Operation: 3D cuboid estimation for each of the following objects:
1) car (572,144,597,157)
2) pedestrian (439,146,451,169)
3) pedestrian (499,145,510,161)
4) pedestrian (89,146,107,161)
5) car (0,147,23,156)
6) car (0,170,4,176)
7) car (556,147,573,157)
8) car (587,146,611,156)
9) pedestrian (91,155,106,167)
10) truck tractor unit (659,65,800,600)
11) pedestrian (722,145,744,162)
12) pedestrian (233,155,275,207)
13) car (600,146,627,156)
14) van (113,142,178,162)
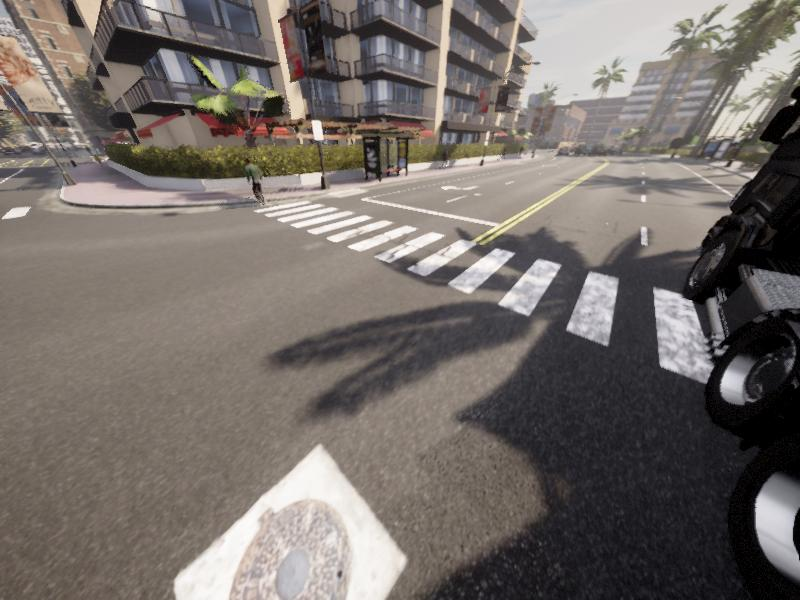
[{"bbox_3d":[36.240,-29.551,45.573,2.150,2.045,5.566,13,36,18],"label":"car"},{"bbox_3d":[4.409,-14.014,22.699,0.751,1.860,0.751,25,42,32],"label":"pedestrian"},{"bbox_3d":[14.396,-20.297,31.897,0.751,1.860,0.751,28,43,34],"label":"pedestrian"},{"bbox_3d":[-47.606,-23.097,36.403,0.751,1.860,0.751,-16,37,-21],"label":"pedestrian"},{"bbox_3d":[-87.085,-33.315,51.759,4.974,1.542,2.038,26,42,32],"label":"car"},{"bbox_3d":[-35.271,-11.051,18.972,3.988,1.617,1.851,26,42,32],"label":"car"},{"bbox_3d":[32.443,-29.384,45.730,1.851,1.617,3.988,14,37,19],"label":"car"},{"bbox_3d":[40.588,-30.491,47.272,2.242,1.667,4.611,11,35,16],"label":"car"},{"bbox_3d":[-32.299,-14.906,24.759,0.500,1.100,0.500,26,42,33],"label":"pedestrian"},{"bbox_3d":[4.745,-0.557,1.169,3.053,4.208,6.516,28,43,34],"label":"truck tractor unit"},{"bbox_3d":[44.105,-19.484,30.641,0.751,1.860,0.751,20,39,27],"label":"pedestrian"},{"bbox_3d":[-6.168,-5.044,9.831,0.751,1.860,0.751,27,43,34],"label":"pedestrian"},{"bbox_3d":[44.954,-31.531,48.839,2.152,1.651,5.027,9,35,13],"label":"car"},{"bbox_3d":[-40.330,-23.741,36.872,2.351,2.431,6.366,25,42,32],"label":"van"}]
